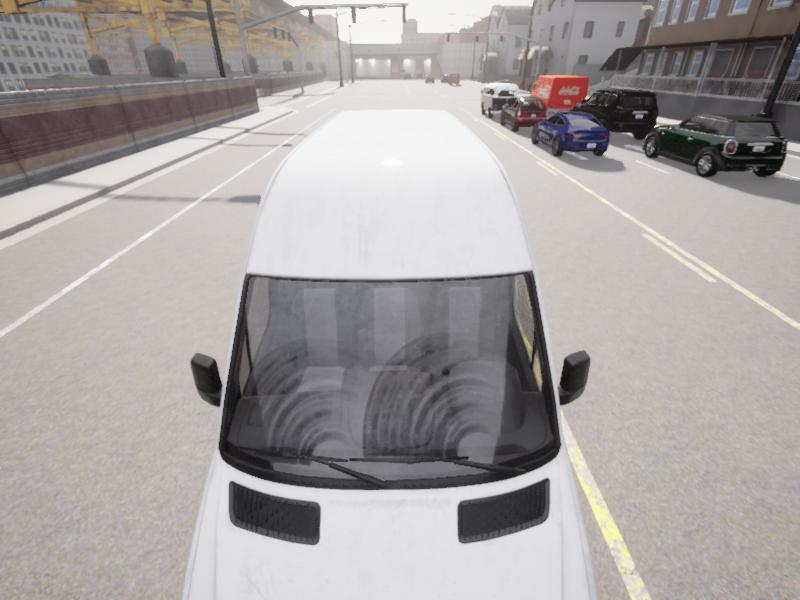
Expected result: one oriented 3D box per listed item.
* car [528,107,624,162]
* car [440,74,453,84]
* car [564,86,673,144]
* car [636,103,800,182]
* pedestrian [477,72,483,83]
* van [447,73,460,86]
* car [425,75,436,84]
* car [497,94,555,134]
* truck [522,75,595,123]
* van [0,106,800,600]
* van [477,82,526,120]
[{"bbox_3d":[6.850,-6.835,16.224,1.812,1.442,4.674,-1,30,0],"label":"car"},{"bbox_3d":[9.885,-46.906,84.773,2.242,1.667,4.611,-1,30,0],"label":"car"},{"bbox_3d":[10.312,-9.185,19.602,2.150,2.045,5.566,0,30,0],"label":"car"},{"bbox_3d":[10.377,-5.433,13.419,2.097,1.767,4.553,-1,30,0],"label":"car"},{"bbox_3d":[15.912,-44.513,79.914,0.751,1.860,0.751,-15,33,-23],"label":"pedestrian"},{"bbox_3d":[9.955,-41.110,74.395,1.775,1.987,4.442,-1,30,0],"label":"van"},{"bbox_3d":[6.385,-46.924,84.947,2.007,1.525,4.514,-1,30,0],"label":"car"},{"bbox_3d":[6.820,-10.362,22.110,1.851,1.617,3.988,-1,30,0],"label":"car"},{"bbox_3d":[10.163,-13.329,26.289,2.627,2.467,5.204,0,30,1],"label":"truck"},{"bbox_3d":[-0.063,-0.143,3.772,1.988,2.561,5.915,-1,30,0],"label":"van"},{"bbox_3d":[6.781,-13.643,27.305,2.069,2.038,4.480,-1,30,0],"label":"van"}]
